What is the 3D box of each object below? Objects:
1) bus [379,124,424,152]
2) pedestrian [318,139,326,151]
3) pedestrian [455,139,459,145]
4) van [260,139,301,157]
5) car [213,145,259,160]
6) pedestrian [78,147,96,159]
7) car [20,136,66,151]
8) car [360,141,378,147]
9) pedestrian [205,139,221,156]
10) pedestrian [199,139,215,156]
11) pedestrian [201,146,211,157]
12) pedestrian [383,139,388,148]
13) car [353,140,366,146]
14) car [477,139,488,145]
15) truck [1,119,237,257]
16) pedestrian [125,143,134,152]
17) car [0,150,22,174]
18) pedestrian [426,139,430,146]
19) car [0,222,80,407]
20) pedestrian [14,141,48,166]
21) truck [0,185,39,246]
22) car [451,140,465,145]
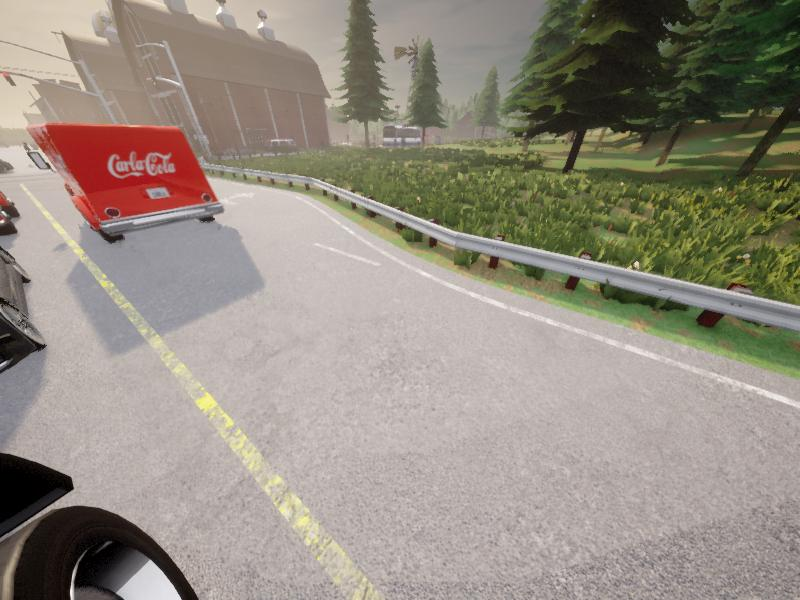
[{"bbox_3d":[0.582,-33.735,48.202,3.944,4.253,10.273,22,41,28],"label":"bus"},{"bbox_3d":[-14.122,-28.174,41.966,0.751,1.860,0.751,22,41,28],"label":"pedestrian"},{"bbox_3d":[21.318,-59.165,86.246,0.751,1.860,0.751,-10,36,-14],"label":"pedestrian"},{"bbox_3d":[-17.004,-21.832,33.086,2.069,2.038,4.480,22,41,28],"label":"van"},{"bbox_3d":[-20.553,-18.654,29.131,1.994,1.385,4.181,22,41,28],"label":"car"},{"bbox_3d":[-33.744,-15.816,24.884,0.500,1.100,0.500,1,35,1],"label":"pedestrian"},{"bbox_3d":[-65.232,-28.689,42.291,3.866,1.878,1.905,-6,41,-6],"label":"car"},{"bbox_3d":[-8.940,-44.678,66.097,4.902,1.511,2.128,21,40,27],"label":"car"},{"bbox_3d":[-24.309,-19.801,29.999,0.751,1.860,0.751,14,37,18],"label":"pedestrian"},{"bbox_3d":[-24.991,-19.791,29.980,0.751,1.860,0.751,20,40,25],"label":"pedestrian"},{"bbox_3d":[-24.875,-19.035,29.567,0.500,1.100,0.500,30,45,35],"label":"pedestrian"},{"bbox_3d":[-3.333,-36.647,54.081,0.751,1.860,0.751,19,39,25],"label":"pedestrian"},{"bbox_3d":[-13.453,-52.054,76.528,1.816,1.474,4.193,22,40,27],"label":"car"},{"bbox_3d":[30.934,-59.295,86.797,1.905,1.878,3.866,-5,36,-8],"label":"car"},{"bbox_3d":[-7.867,-3.461,6.629,5.204,2.467,2.627,21,40,27],"label":"truck"},{"bbox_3d":[-41.514,-23.457,35.476,0.500,1.100,0.500,-26,43,-32],"label":"pedestrian"},{"bbox_3d":[-29.978,-9.175,15.572,1.994,1.385,4.181,4,35,5],"label":"car"},{"bbox_3d":[8.184,-46.261,67.821,0.751,1.860,0.751,21,40,27],"label":"pedestrian"},{"bbox_3d":[-6.374,-0.093,2.711,4.902,1.511,2.128,22,41,28],"label":"car"},{"bbox_3d":[-33.212,-13.223,20.810,0.751,1.860,0.751,19,39,24],"label":"pedestrian"},{"bbox_3d":[-12.588,-2.885,5.778,5.204,2.467,2.627,22,40,27],"label":"truck"},{"bbox_3d":[22.809,-62.000,90.871,5.008,1.535,1.882,22,41,28],"label":"car"}]
